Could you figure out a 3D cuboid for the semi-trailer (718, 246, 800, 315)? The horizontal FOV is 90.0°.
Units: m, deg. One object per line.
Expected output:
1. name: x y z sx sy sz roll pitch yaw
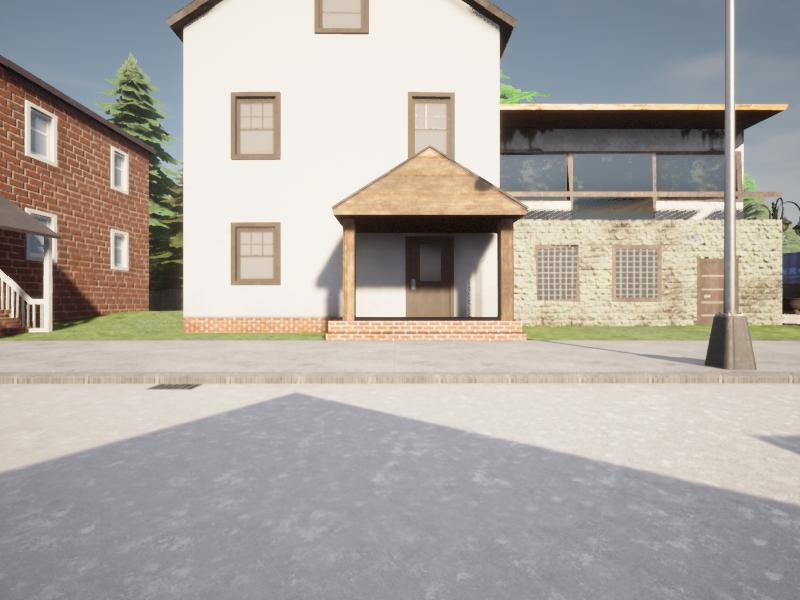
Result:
1. semi-trailer: 26.916 -1.218 24.933 2.717 4.402 14.254 0 0 -1
